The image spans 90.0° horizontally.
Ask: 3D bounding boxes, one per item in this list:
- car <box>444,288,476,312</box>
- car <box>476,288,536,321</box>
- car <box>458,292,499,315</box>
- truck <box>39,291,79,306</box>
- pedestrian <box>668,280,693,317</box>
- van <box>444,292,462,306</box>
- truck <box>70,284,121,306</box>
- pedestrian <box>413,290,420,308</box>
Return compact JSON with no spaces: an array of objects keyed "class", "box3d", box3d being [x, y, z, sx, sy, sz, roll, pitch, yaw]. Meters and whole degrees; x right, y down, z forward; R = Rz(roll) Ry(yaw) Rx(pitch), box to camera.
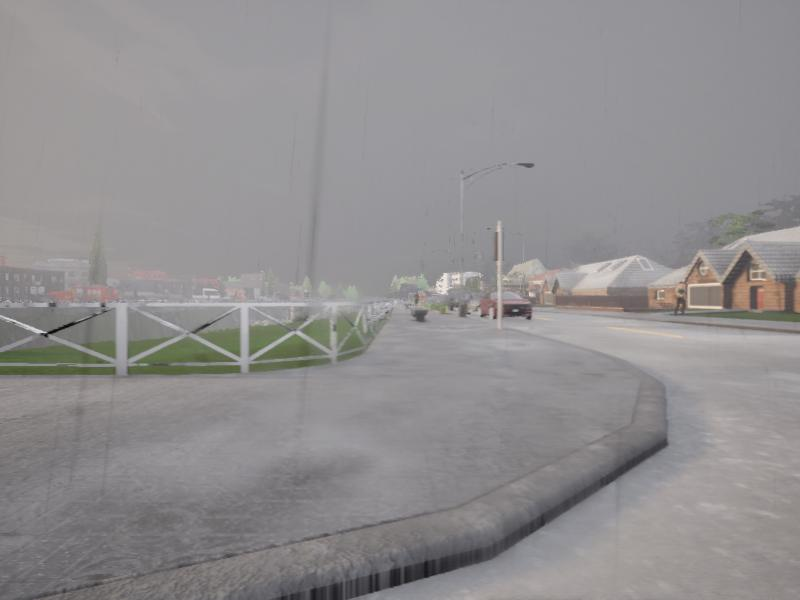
[{"class":"car","box3d":[5.383,-0.035,36.693,2.150,2.045,5.566,0,0,0]},{"class":"car","box3d":[5.415,0.221,21.133,1.882,1.535,5.008,0,0,1]},{"class":"car","box3d":[5.384,0.226,28.177,2.007,1.525,4.514,0,0,0]},{"class":"truck","box3d":[-60.282,-0.220,70.833,2.627,2.467,5.204,0,0,0]},{"class":"pedestrian","box3d":[14.587,-0.073,20.805,0.751,1.860,0.751,0,0,0]},{"class":"van","box3d":[9.387,-0.230,71.621,2.351,2.431,6.366,0,0,0]},{"class":"truck","box3d":[-56.278,-0.901,74.306,2.891,3.827,8.468,0,0,0]},{"class":"pedestrian","box3d":[1.718,-0.067,42.057,0.751,1.860,0.751,0,0,1]}]
